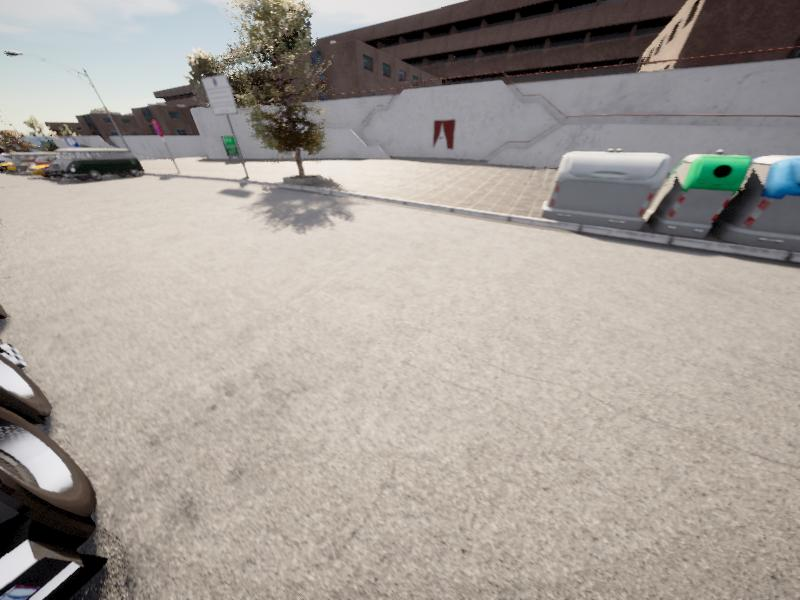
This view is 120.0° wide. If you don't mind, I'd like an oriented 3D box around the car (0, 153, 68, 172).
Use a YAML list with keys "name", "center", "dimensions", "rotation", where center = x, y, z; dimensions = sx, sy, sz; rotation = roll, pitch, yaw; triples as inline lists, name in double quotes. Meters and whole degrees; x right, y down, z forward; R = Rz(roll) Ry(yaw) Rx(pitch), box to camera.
- name: "car"
  center: [-51.013, -18.894, 31.654]
  dimensions: [2.435, 2.045, 5.566]
  rotation: [4, 33, 9]

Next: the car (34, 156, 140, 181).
- name: "car"
  center: [-25.250, -10.906, 18.999]
  dimensions: [2.002, 1.452, 4.674]
  rotation: [4, 34, 9]

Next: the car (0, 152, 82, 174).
- name: "car"
  center: [-40.725, -15.709, 26.430]
  dimensions: [1.878, 1.987, 4.442]
  rotation: [5, 34, 9]

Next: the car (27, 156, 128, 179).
- name: "car"
  center: [-27.819, -11.682, 20.281]
  dimensions: [2.002, 1.452, 4.674]
  rotation: [5, 34, 9]

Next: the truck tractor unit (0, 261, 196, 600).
- name: "truck tractor unit"
  center: [-5.093, -0.323, 0.772]
  dimensions: [6.516, 4.208, 3.053]
  rotation: [19, 39, 24]

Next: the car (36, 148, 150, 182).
- name: "car"
  center: [-22.692, -10.293, 17.480]
  dimensions: [1.878, 1.987, 4.442]
  rotation: [5, 34, 9]

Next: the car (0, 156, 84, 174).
- name: "car"
  center: [-43.254, -16.459, 28.080]
  dimensions: [1.946, 1.575, 5.366]
  rotation: [4, 34, 9]

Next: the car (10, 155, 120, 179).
- name: "car"
  center: [-30.429, -12.390, 21.381]
  dimensions: [1.946, 1.575, 5.366]
  rotation: [5, 34, 9]

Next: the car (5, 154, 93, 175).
- name: "car"
  center: [-38.123, -14.931, 25.328]
  dimensions: [2.185, 1.767, 4.553]
  rotation: [5, 34, 9]
